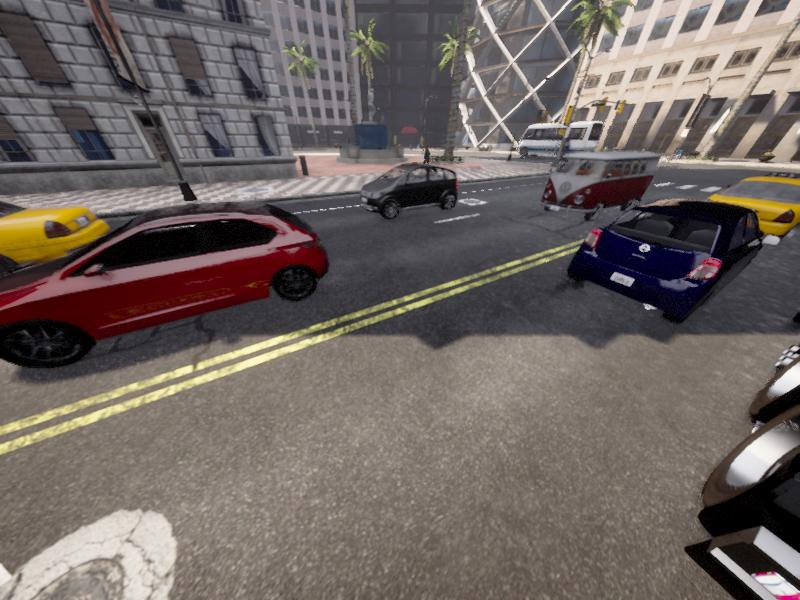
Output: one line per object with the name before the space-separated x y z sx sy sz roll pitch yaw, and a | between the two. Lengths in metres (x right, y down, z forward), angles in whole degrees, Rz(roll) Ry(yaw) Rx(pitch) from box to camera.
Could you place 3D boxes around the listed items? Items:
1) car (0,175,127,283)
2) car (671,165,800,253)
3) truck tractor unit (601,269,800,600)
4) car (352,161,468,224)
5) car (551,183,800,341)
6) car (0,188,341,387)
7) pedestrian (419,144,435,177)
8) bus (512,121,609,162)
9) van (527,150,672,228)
car | -9.208 -1.028 4.021 5.366 1.575 1.801 -18 39 -25
car | 11.031 -3.009 7.034 5.366 1.575 1.801 -18 39 -24
truck tractor unit | 5.116 -0.296 0.764 6.516 4.208 3.053 -18 39 -24
car | 0.383 -4.125 8.567 3.705 1.549 1.789 -18 39 -24
car | 4.976 -1.015 4.163 3.633 1.501 1.845 -18 39 -24
car | -3.344 -0.598 3.542 4.193 1.474 1.816 -18 39 -25
pedestrian | 1.788 -9.337 15.498 0.751 1.860 0.751 -8 36 -12
bus | 22.510 -23.076 33.632 3.944 4.253 10.273 -18 39 -25
van | 7.127 -4.190 8.345 4.442 1.987 1.775 -18 39 -24
